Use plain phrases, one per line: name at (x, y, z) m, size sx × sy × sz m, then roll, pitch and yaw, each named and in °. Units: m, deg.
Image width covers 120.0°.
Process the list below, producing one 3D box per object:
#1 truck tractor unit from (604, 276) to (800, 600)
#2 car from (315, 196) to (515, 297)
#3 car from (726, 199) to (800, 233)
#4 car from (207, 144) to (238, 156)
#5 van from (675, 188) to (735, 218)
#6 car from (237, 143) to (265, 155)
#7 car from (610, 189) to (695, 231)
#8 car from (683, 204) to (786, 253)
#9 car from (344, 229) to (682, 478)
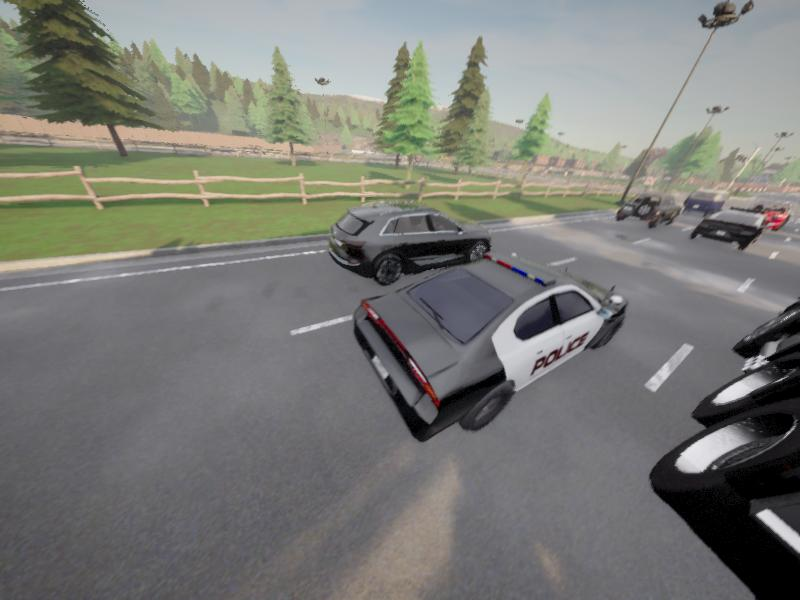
truck tractor unit at (5.357, 0.147, 0.987) m, size 6.516 × 4.208 × 3.053 m, roll -6°, pitch 44°, yaw -31°
car at (0.496, -1.786, 6.393) m, size 4.856 × 1.649 × 2.033 m, roll -14°, pitch 37°, yaw -27°
car at (26.942, -6.296, 17.036) m, size 4.611 × 1.667 × 2.242 m, roll -14°, pitch 37°, yaw -27°
car at (-32.054, -27.206, 41.915) m, size 4.181 × 1.385 × 1.994 m, roll -14°, pitch 37°, yaw -27°
van at (26.770, -8.563, 20.263) m, size 4.442 × 1.987 × 1.775 m, roll -14°, pitch 37°, yaw -27°
car at (-31.494, -31.931, 48.904) m, size 4.605 × 1.855 × 1.932 m, roll -14°, pitch 37°, yaw -27°
car at (15.778, -5.743, 14.450) m, size 4.605 × 1.855 × 1.932 m, roll -15°, pitch 37°, yaw -27°
car at (17.208, -3.826, 11.866) m, size 5.238 × 1.638 × 1.930 m, roll -13°, pitch 37°, yaw -28°
car at (1.886, 0.084, 3.745) m, size 4.974 × 1.542 × 2.038 m, roll -14°, pitch 37°, yaw -28°
